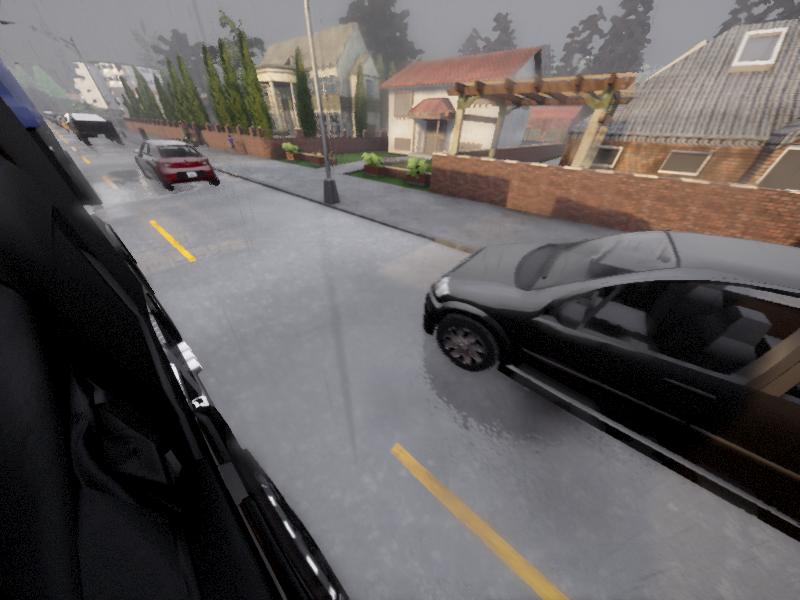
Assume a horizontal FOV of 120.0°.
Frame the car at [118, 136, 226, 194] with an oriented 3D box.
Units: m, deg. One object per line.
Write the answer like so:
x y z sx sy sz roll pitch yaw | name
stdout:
-9.157 -5.560 9.281 4.193 1.474 1.816 27 43 29 | car

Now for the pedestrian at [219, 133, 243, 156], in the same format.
-11.924 -11.005 16.320 0.751 1.300 0.751 28 44 30 | pedestrian

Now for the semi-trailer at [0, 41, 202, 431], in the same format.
-8.715 -3.589 4.218 14.254 4.402 2.717 28 44 30 | semi-trailer

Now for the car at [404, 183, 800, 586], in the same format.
2.207 0.255 2.092 3.988 1.617 1.851 27 43 29 | car

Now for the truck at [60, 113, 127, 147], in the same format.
-26.984 -15.025 20.322 6.274 2.098 2.390 27 43 29 | truck

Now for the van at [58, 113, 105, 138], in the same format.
-34.743 -19.013 25.219 4.480 2.038 2.069 27 43 30 | van

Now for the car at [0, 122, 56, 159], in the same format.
-22.853 -9.596 13.799 4.514 1.525 2.007 28 43 30 | car

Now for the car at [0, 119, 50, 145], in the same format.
-31.109 -13.870 19.007 4.514 1.525 2.007 28 44 30 | car

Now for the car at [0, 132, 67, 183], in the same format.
-15.948 -5.980 9.519 4.181 1.385 1.994 28 44 30 | car

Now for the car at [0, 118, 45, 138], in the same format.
-37.517 -17.100 22.976 4.193 1.474 1.816 27 43 29 | car

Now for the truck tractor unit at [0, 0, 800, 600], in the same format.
-2.645 -0.295 0.351 6.516 4.208 3.053 28 44 30 | truck tractor unit

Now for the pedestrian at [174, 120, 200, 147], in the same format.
-18.341 -14.335 19.910 0.751 1.860 0.751 21 41 23 | pedestrian
